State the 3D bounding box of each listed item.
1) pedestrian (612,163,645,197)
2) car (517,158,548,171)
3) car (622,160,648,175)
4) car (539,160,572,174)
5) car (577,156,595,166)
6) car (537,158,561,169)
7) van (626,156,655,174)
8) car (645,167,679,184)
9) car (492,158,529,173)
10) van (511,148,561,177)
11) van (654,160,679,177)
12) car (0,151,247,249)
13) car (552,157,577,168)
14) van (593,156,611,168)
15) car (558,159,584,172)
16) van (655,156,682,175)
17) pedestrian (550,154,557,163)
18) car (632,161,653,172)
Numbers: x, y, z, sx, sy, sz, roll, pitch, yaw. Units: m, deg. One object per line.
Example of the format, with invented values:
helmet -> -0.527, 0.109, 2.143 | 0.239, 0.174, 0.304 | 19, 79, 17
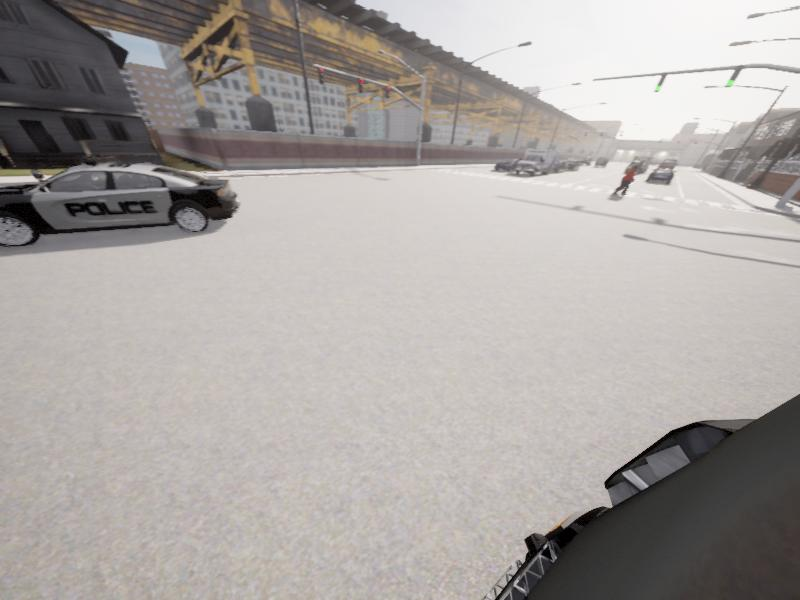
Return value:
pedestrian -> 14.612, -7.688, 14.807 | 0.751, 1.860, 0.751 | 30, 42, 34
car -> 19.382, -19.878, 33.781 | 5.357, 1.411, 2.033 | -27, 44, -37
car -> 36.854, -20.819, 36.154 | 4.605, 1.855, 1.932 | -27, 44, -37
car -> 21.052, -17.991, 31.109 | 5.357, 1.411, 2.033 | -27, 44, -37
car -> 43.452, -32.447, 53.968 | 3.866, 1.878, 1.905 | -27, 44, -37
car -> 24.850, -22.682, 38.414 | 1.994, 1.385, 4.181 | 31, 43, 34
van -> 42.537, -23.959, 40.790 | 6.366, 2.431, 2.351 | -27, 44, -37
car -> 29.522, -14.096, 26.023 | 4.181, 1.385, 1.994 | -27, 44, -37
car -> 14.013, -17.118, 29.243 | 5.357, 1.411, 2.033 | -27, 44, -37
van -> 15.425, -15.516, 26.048 | 6.366, 2.431, 2.351 | -27, 44, -37
van -> 40.989, -20.252, 35.542 | 4.442, 1.987, 1.775 | -27, 44, -37
car -> -7.132, -2.609, 5.739 | 5.238, 1.638, 1.930 | -13, 37, -23
car -> 31.011, -25.965, 43.521 | 4.611, 1.667, 2.242 | -27, 44, -37
van -> 43.917, -29.979, 50.251 | 4.442, 1.987, 1.775 | -27, 44, -37
car -> 26.307, -20.734, 35.518 | 4.892, 1.490, 1.837 | -28, 45, -36
van -> 45.862, -22.978, 39.500 | 5.915, 2.561, 1.988 | -27, 44, -37
pedestrian -> 36.390, -33.601, 54.826 | 0.751, 1.860, 0.751 | 24, 39, 28
car -> 47.895, -26.392, 45.557 | 4.856, 1.649, 2.033 | -27, 44, -37
